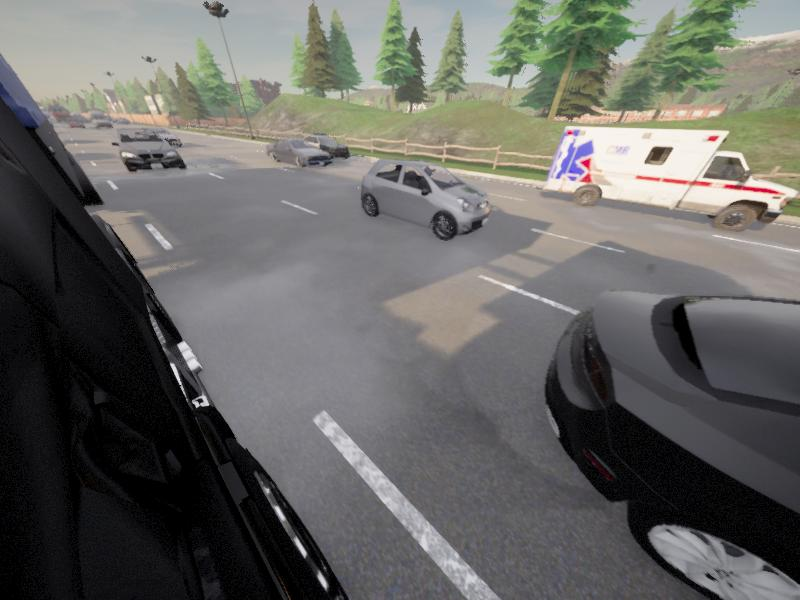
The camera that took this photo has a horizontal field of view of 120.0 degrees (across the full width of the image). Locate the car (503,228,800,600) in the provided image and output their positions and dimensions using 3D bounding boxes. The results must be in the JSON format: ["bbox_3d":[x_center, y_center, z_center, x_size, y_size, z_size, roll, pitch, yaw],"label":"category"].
[{"bbox_3d":[3.360,1.296,0.871,4.892,1.490,1.837,28,44,30],"label":"car"}]

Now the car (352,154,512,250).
[{"bbox_3d":[0.670,-2.891,6.285,3.633,1.501,1.845,28,44,30],"label":"car"}]

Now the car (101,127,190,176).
[{"bbox_3d":[-12.957,-7.704,11.792,2.242,1.667,4.611,-29,47,-35],"label":"car"}]

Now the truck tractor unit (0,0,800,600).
[{"bbox_3d":[-2.645,-0.295,0.352,6.516,4.208,3.053,28,44,30],"label":"truck tractor unit"}]

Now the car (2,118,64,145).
[{"bbox_3d":[-31.371,-14.539,19.879,5.027,1.651,2.152,28,44,30],"label":"car"}]

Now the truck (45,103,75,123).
[{"bbox_3d":[-91.463,-50.216,62.203,8.468,3.827,2.891,28,44,30],"label":"truck"}]

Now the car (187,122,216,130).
[{"bbox_3d":[-51.353,-45.162,59.897,5.357,1.411,2.033,-3,37,-8],"label":"car"}]

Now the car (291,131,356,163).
[{"bbox_3d":[-6.003,-11.970,17.955,5.238,1.638,1.930,28,44,30],"label":"car"}]

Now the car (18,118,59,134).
[{"bbox_3d":[-44.763,-21.620,28.676,4.792,1.488,2.163,28,44,30],"label":"car"}]

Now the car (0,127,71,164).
[{"bbox_3d":[-20.598,-8.689,12.905,4.181,1.385,1.994,28,44,30],"label":"car"}]

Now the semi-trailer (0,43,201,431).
[{"bbox_3d":[-8.697,-3.595,4.246,14.254,4.402,2.717,28,44,30],"label":"semi-trailer"}]

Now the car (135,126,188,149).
[{"bbox_3d":[-21.691,-14.756,20.947,5.357,1.411,2.033,28,44,30],"label":"car"}]

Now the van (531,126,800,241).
[{"bbox_3d":[8.710,-4.445,8.105,6.366,2.431,2.351,28,44,30],"label":"van"}]

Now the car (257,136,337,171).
[{"bbox_3d":[-6.639,-9.469,14.772,5.357,1.411,2.033,28,44,30],"label":"car"}]
